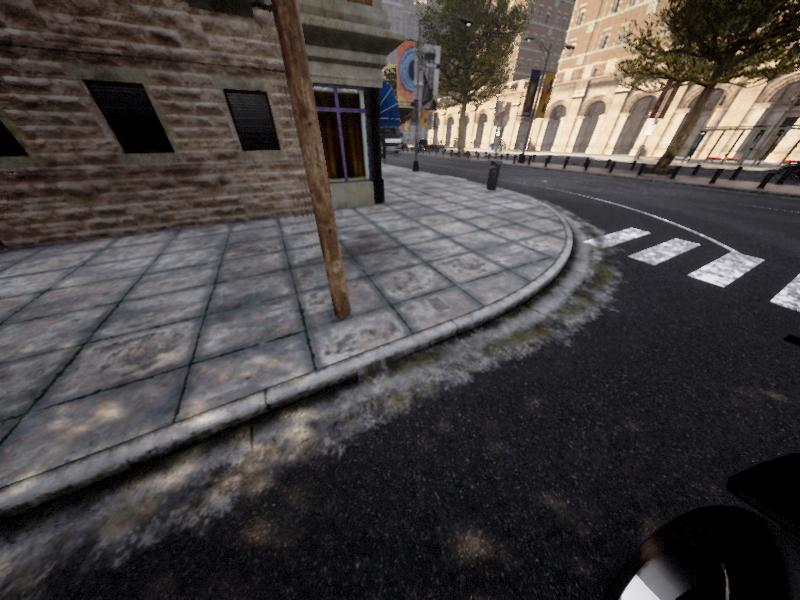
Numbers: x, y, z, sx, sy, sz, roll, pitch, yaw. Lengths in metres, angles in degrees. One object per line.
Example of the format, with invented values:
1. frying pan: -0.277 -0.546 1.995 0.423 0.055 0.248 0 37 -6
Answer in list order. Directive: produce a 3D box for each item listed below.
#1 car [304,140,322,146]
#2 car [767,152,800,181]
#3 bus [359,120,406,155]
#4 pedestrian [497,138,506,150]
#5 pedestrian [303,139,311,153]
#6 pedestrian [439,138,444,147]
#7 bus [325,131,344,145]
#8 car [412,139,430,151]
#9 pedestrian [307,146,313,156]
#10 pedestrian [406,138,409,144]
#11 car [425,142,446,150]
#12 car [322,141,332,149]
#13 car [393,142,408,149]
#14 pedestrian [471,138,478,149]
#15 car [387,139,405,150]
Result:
1. car: -26.984 -48.806 71.807 4.611 1.667 2.242 -17 38 -22
2. car: 26.030 -7.385 13.055 2.033 1.411 5.357 -16 38 -21
3. bus: -3.193 -27.327 38.996 3.944 4.253 10.273 -16 38 -21
4. pedestrian: 19.918 -30.641 45.354 0.751 1.860 0.751 -16 38 -21
5. pedestrian: -15.369 -25.422 38.121 0.751 1.860 0.751 -17 38 -22
6. pedestrian: 10.510 -39.435 57.869 0.751 1.860 0.751 -16 38 -22
7. bus: -25.233 -62.501 88.981 3.944 4.253 10.273 -16 38 -21
8. car: 4.271 -32.459 48.286 1.905 1.878 3.866 -16 38 -21
9. pedestrian: -12.452 -20.579 31.898 0.500 1.100 0.500 -18 39 -23
10. pedestrian: 2.930 -62.341 90.389 0.751 1.860 0.751 -19 40 -25
11. car: 7.485 -32.712 49.137 1.895 1.301 4.718 -16 38 -22
12. car: -18.622 -39.729 59.021 2.007 1.525 4.514 -11 37 -14
13. car: 0.075 -37.041 55.256 1.994 1.385 4.181 -16 38 -21
14. pedestrian: 15.418 -32.243 47.647 0.751 1.860 0.751 -11 37 -15
15. car: -0.904 -33.879 50.335 1.932 1.855 4.605 -16 38 -22
